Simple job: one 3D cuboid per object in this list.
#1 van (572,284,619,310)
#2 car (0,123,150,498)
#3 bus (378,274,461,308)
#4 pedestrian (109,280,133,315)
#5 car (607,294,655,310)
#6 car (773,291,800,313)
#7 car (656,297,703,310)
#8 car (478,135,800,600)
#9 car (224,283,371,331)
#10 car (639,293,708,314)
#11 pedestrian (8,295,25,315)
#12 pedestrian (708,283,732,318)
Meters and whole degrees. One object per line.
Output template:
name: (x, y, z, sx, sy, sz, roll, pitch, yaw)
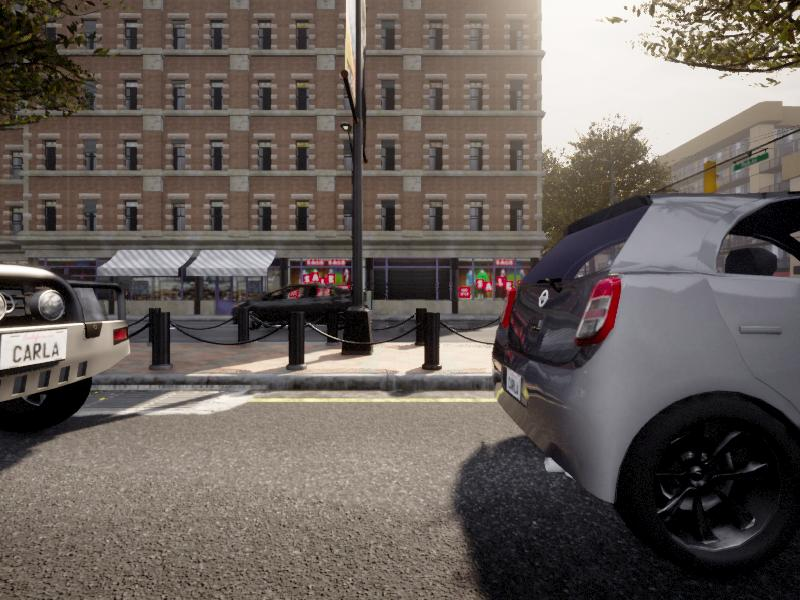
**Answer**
van: (20.148, -0.279, 41.626, 1.988, 2.561, 5.915, 0, 0, 0)
car: (-4.281, 0.053, 2.201, 4.605, 1.855, 1.932, 0, 0, 0)
bus: (2.467, -1.132, 51.902, 10.273, 4.253, 3.944, 0, 0, 0)
pedestrian: (-15.079, -0.113, 21.644, 0.751, 1.860, 0.751, 0, 0, -3)
car: (23.652, 0.198, 41.198, 1.801, 1.575, 5.366, 0, 0, 0)
car: (30.722, 0.152, 29.447, 2.242, 1.667, 4.611, 0, 0, 0)
car: (30.638, 0.339, 44.045, 1.895, 1.301, 4.718, 0, 0, 0)
car: (2.425, 0.226, 2.192, 3.633, 1.501, 1.845, 0, 0, 0)
car: (-3.329, 0.229, 13.684, 4.514, 1.525, 2.007, 0, 0, 0)
car: (20.195, 0.241, 29.856, 1.837, 1.490, 4.892, 0, 0, 0)
pedestrian: (-21.732, 0.268, 22.690, 0.500, 1.100, 0.500, 0, 0, -1)
pedestrian: (17.330, 0.035, 21.663, 0.751, 1.860, 0.751, 0, 0, 8)
